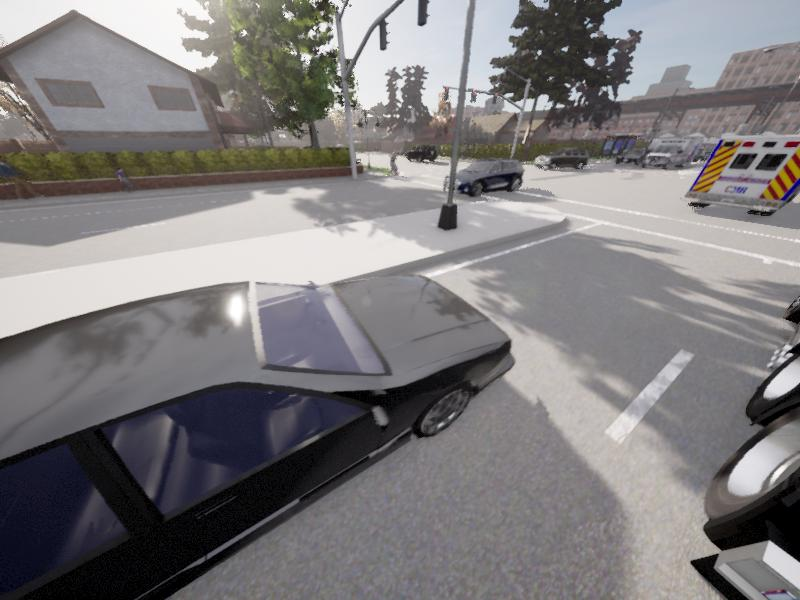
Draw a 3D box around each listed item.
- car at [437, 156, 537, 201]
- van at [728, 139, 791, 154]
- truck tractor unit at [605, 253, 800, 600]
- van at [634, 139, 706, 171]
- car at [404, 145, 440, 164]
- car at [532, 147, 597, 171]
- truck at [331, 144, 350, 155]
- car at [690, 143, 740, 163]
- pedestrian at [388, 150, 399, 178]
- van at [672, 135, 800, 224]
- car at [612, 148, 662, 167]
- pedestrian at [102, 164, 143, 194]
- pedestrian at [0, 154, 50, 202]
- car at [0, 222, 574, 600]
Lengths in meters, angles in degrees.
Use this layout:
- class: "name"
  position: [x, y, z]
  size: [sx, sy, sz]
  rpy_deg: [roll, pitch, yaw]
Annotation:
- class: "car"
  position: [4.625, -6.623, 12.362]
  size: [4.856, 1.649, 2.033]
  rpy_deg: [-19, 38, -25]
- class: "van"
  position: [73.096, -31.362, 47.172]
  size: [2.351, 2.431, 6.366]
  rpy_deg: [-19, 38, -24]
- class: "truck tractor unit"
  position: [5.078, -0.335, 0.812]
  size: [6.516, 4.208, 3.053]
  rpy_deg: [-19, 39, -25]
- class: "van"
  position: [26.742, -14.436, 22.865]
  size: [6.366, 2.431, 2.351]
  rpy_deg: [-19, 38, -25]
- class: "car"
  position: [2.918, -20.547, 32.458]
  size: [2.150, 2.045, 5.566]
  rpy_deg: [-19, 38, -25]
- class: "car"
  position: [15.668, -13.571, 22.219]
  size: [4.605, 1.855, 1.932]
  rpy_deg: [-4, 36, -7]
- class: "truck"
  position: [-14.632, -36.949, 56.704]
  size: [2.390, 2.098, 6.274]
  rpy_deg: [-19, 38, -25]
- class: "car"
  position: [40.271, -18.849, 29.530]
  size: [5.566, 2.045, 2.150]
  rpy_deg: [-18, 38, -25]
- class: "pedestrian"
  position: [-0.514, -10.758, 18.245]
  size: [0.751, 1.860, 0.751]
  rpy_deg: [-7, 35, -10]
- class: "van"
  position: [14.353, -5.015, 9.175]
  size: [6.366, 2.431, 2.351]
  rpy_deg: [-19, 38, -25]
- class: "car"
  position: [27.461, -16.631, 26.795]
  size: [5.027, 1.651, 2.152]
  rpy_deg: [-19, 38, -25]
- class: "pedestrian"
  position: [-14.650, -6.408, 12.248]
  size: [0.751, 1.300, 0.751]
  rpy_deg: [-18, 38, -24]
- class: "pedestrian"
  position: [-17.650, -5.603, 10.604]
  size: [0.751, 1.860, 0.751]
  rpy_deg: [-18, 38, -23]
- class: "car"
  position: [-1.468, 0.760, 1.797]
  size: [5.357, 1.411, 2.033]
  rpy_deg: [-19, 38, -25]
